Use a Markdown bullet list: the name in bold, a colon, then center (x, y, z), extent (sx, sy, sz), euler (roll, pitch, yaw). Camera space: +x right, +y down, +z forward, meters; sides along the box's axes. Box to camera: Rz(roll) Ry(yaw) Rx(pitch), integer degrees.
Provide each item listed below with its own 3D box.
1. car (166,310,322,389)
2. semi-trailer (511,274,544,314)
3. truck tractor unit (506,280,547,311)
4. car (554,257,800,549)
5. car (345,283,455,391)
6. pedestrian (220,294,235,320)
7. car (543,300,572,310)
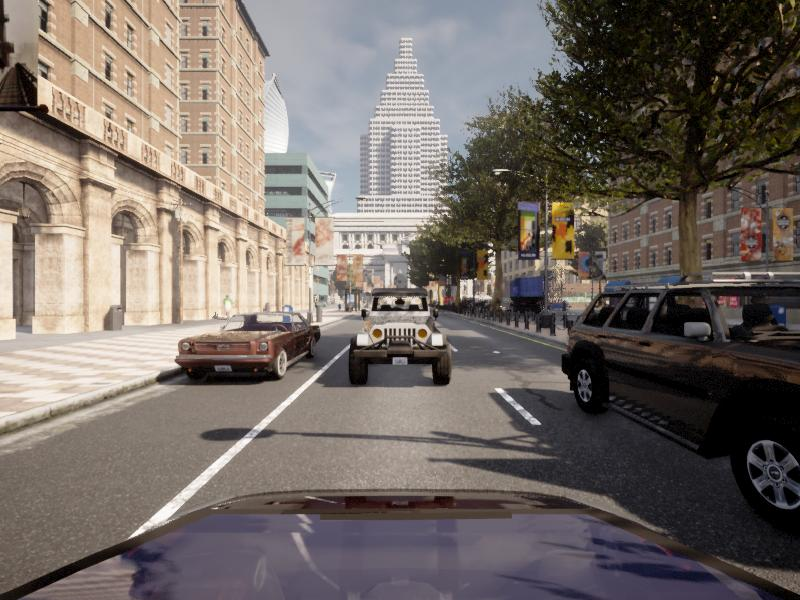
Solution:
- **car**: center (-3.250, 0.940, 9.526), extent (1.895, 1.301, 4.718), euler (0, 0, 0)
- **semi-trailer**: center (15.941, -0.632, 51.019), extent (2.717, 4.402, 14.254), euler (-1, 0, 12)
- **truck tractor unit**: center (18.509, -0.527, 58.334), extent (3.053, 4.208, 6.516), euler (-3, -2, 42)
- **car**: center (3.501, 0.653, 4.281), extent (1.932, 1.855, 4.605), euler (0, 0, 0)
- **car**: center (-0.001, 0.647, 8.872), extent (1.905, 1.878, 3.866), euler (0, 0, 0)
- **pedestrian**: center (-12.447, 0.489, 28.860), extent (0.751, 1.860, 0.751), euler (0, 0, 0)
- **car**: center (25.736, 0.798, 65.465), extent (3.988, 1.617, 1.851), euler (0, 0, 3)
